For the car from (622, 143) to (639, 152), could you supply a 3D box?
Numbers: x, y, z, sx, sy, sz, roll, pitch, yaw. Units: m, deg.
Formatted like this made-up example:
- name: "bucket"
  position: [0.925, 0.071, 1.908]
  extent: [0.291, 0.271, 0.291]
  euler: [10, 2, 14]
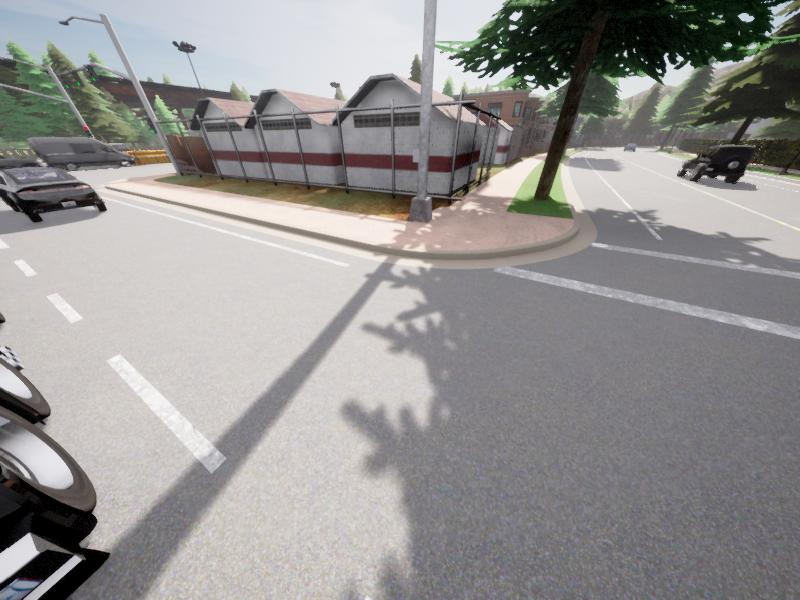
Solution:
- name: "car"
  position: [47.742, -31.647, 47.787]
  extent: [2.033, 1.411, 5.357]
  euler: [25, 42, 32]

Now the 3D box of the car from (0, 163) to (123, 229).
- name: "car"
  position: [-13.221, -4.063, 8.605]
  extent: [4.902, 1.511, 2.128]
  euler: [18, 39, 24]

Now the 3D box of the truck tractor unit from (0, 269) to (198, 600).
- name: "truck tractor unit"
  position: [-5.120, -0.291, 0.768]
  extent: [6.516, 4.208, 3.053]
  euler: [18, 39, 24]

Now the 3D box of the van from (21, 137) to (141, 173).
- name: "van"
  position: [-29.706, -13.911, 21.965]
  extent: [1.988, 2.561, 5.915]
  euler: [16, 38, 22]

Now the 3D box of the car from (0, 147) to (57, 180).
- name: "car"
  position: [-29.294, -9.774, 16.601]
  extent: [1.932, 1.855, 4.605]
  euler: [16, 39, 22]

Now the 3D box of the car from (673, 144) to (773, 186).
- name: "car"
  position: [19.359, -8.416, 14.217]
  extent: [1.905, 1.878, 3.866]
  euler: [18, 39, 24]
